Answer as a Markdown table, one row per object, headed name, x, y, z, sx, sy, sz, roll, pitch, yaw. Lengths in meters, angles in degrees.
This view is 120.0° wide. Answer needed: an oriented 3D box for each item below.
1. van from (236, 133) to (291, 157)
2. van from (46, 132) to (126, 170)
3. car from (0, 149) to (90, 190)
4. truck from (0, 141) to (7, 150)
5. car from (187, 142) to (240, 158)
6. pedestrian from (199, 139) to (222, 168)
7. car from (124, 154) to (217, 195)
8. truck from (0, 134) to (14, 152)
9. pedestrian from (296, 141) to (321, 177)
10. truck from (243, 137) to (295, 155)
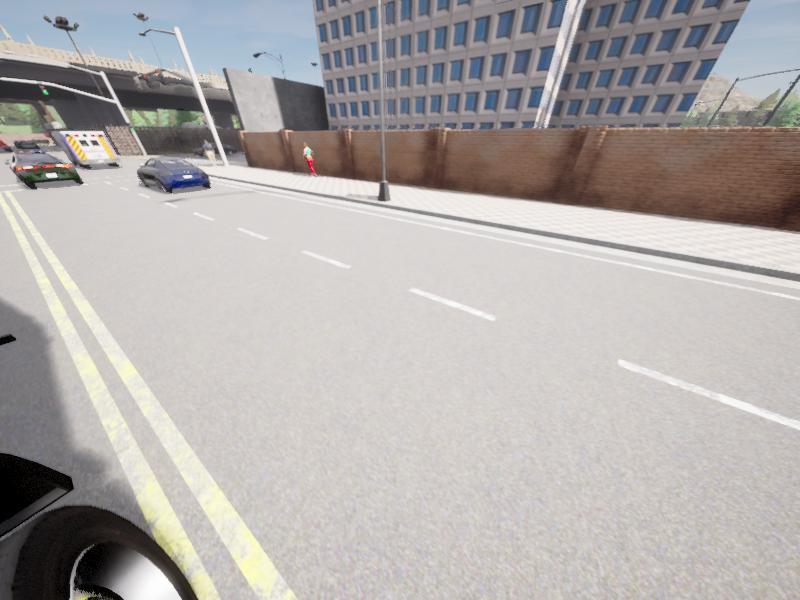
| name | x | y | z | sx | sy | sz | roll | pitch | yaw |
| --- | --- | --- | --- | --- | --- | --- | --- | --- | --- |
| van | -18.458 | -21.317 | 31.683 | 1.988 | 2.561 | 5.915 | 21 | 40 | 27 |
| van | -26.584 | -12.726 | 19.558 | 6.366 | 2.431 | 2.351 | 21 | 40 | 27 |
| car | -19.922 | -7.367 | 12.824 | 4.974 | 1.542 | 2.038 | 21 | 40 | 26 |
| truck | -76.554 | -29.375 | 43.052 | 6.274 | 2.098 | 2.390 | 21 | 40 | 27 |
| car | -24.138 | -19.652 | 30.175 | 1.837 | 1.490 | 4.892 | 22 | 41 | 28 |
| pedestrian | -14.913 | -11.529 | 18.167 | 0.751 | 1.860 | 0.751 | -23 | 41 | -30 |
| car | -11.882 | -6.611 | 11.991 | 4.181 | 1.385 | 1.994 | 21 | 40 | 27 |
| truck | -64.967 | -25.069 | 36.729 | 5.204 | 2.467 | 2.627 | 21 | 40 | 27 |
| pedestrian | -5.608 | -8.704 | 14.286 | 0.751 | 1.860 | 0.751 | 21 | 40 | 27 |
| truck | -19.822 | -23.604 | 35.297 | 2.390 | 2.098 | 6.274 | 21 | 40 | 27 |
